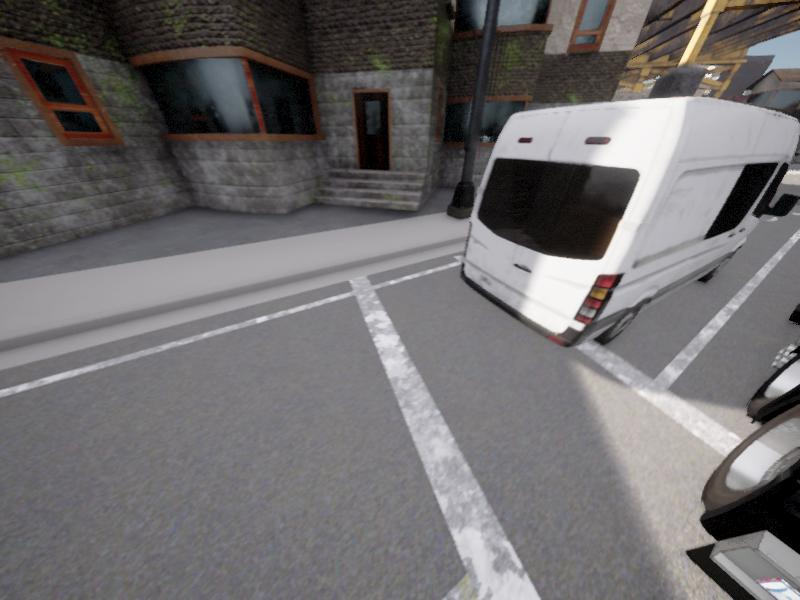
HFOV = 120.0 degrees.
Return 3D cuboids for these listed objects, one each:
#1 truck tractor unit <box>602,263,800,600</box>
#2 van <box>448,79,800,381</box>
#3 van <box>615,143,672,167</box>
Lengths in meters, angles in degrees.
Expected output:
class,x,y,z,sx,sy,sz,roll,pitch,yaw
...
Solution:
class,x,y,z,sx,sy,sz,roll,pitch,yaw
truck tractor unit,5.109,-0.302,0.783,6.516,4.208,3.053,-18,39,-24
van,3.952,-1.389,3.800,5.915,2.561,1.988,-17,38,-23
van,26.275,-15.881,25.222,2.069,2.038,4.480,9,35,12
